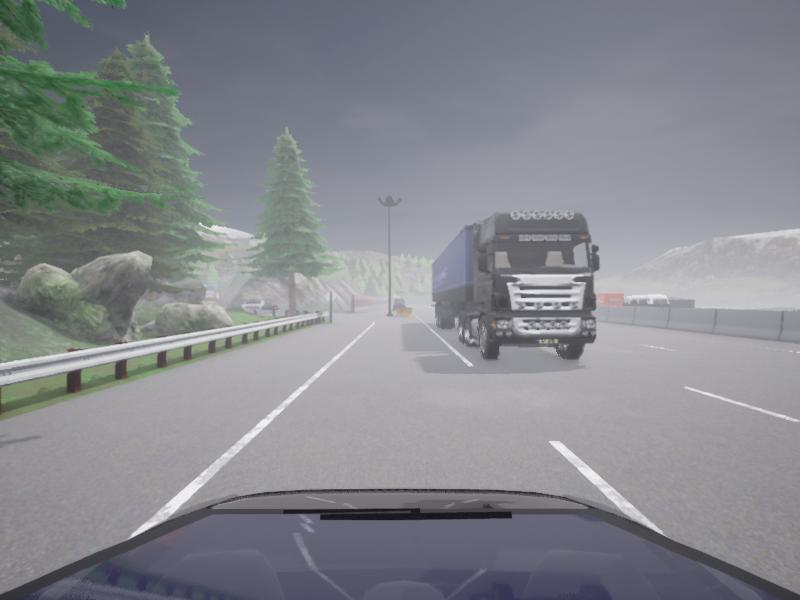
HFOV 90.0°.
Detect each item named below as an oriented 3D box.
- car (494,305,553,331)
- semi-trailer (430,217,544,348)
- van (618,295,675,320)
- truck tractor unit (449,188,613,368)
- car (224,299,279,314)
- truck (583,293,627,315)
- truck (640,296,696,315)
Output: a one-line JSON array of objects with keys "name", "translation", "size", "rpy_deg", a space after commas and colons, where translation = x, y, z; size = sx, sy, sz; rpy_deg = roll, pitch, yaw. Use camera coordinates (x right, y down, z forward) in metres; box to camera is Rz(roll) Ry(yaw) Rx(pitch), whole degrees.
[{"name": "car", "translation": [6.958, 0.973, 23.079], "size": [1.895, 1.301, 4.718], "rpy_deg": [0, 0, 0]}, {"name": "semi-trailer", "translation": [3.460, -0.590, 20.580], "size": [2.717, 4.402, 14.254], "rpy_deg": [0, 0, 0]}, {"name": "van", "translation": [20.942, 0.614, 34.225], "size": [2.069, 2.038, 4.480], "rpy_deg": [0, 0, 0]}, {"name": "truck tractor unit", "translation": [3.473, -0.503, 12.666], "size": [3.053, 4.208, 6.516], "rpy_deg": [0, 0, 0]}, {"name": "car", "translation": [-15.380, 0.682, 41.668], "size": [4.974, 1.542, 2.038], "rpy_deg": [0, 0, 0]}, {"name": "truck", "translation": [24.415, 0.416, 47.990], "size": [2.627, 2.467, 5.204], "rpy_deg": [0, 0, 0]}, {"name": "truck", "translation": [31.416, 0.601, 47.154], "size": [2.390, 2.098, 6.274], "rpy_deg": [0, 0, 0]}]
